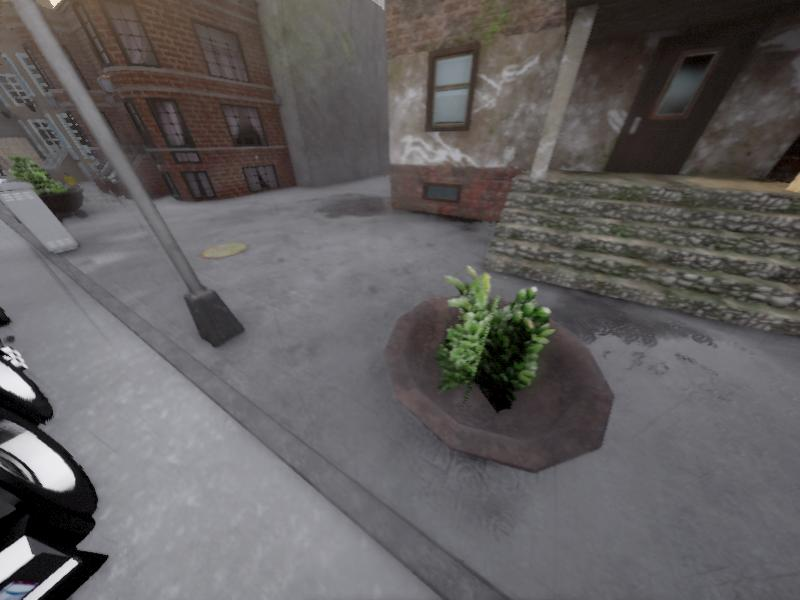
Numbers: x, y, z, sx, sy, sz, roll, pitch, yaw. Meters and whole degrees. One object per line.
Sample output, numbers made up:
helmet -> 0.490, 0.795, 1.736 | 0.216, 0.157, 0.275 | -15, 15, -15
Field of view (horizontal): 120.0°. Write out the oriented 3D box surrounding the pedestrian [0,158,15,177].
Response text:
pedestrian -> -31.010, -10.423, 17.567 | 0.751, 1.860, 0.751 | -18, 39, -24

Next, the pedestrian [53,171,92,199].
pedestrian -> -15.209, -5.360, 10.745 | 0.500, 1.100, 0.500 | 16, 38, 22

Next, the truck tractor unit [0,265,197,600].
truck tractor unit -> -5.123, -0.284, 0.789 | 6.516, 4.208, 3.053 | 18, 39, 24
